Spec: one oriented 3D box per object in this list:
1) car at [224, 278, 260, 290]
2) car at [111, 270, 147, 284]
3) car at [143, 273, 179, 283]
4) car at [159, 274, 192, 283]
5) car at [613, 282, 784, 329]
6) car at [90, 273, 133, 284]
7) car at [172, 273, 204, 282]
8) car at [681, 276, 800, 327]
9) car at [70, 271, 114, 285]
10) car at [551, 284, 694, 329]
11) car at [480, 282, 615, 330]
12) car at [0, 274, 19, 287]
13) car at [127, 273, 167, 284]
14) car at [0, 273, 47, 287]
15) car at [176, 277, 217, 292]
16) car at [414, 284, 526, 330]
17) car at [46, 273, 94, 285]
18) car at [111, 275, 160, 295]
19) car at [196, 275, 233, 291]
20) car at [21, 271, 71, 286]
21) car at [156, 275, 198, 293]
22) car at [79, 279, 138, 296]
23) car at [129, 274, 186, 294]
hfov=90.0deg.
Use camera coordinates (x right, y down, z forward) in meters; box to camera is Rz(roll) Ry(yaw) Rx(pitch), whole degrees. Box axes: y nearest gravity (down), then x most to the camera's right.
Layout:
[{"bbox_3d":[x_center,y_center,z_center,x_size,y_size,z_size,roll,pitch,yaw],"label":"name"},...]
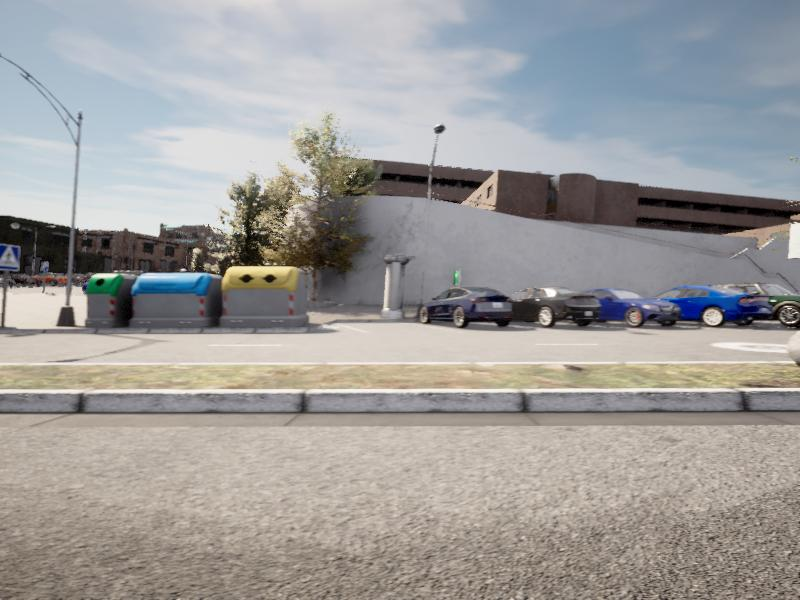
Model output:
[{"bbox_3d":[-25.198,-2.635,63.934,4.892,1.521,2.231,3,5,-2],"label":"car"},{"bbox_3d":[-43.607,-3.713,64.396,4.442,1.987,1.878,1,5,-3],"label":"car"},{"bbox_3d":[-41.752,-3.847,70.015,5.008,1.535,2.097,1,4,-3],"label":"car"},{"bbox_3d":[-40.837,-3.997,72.811,4.792,1.488,2.163,2,4,-3],"label":"car"},{"bbox_3d":[11.322,0.201,15.737,2.097,1.535,5.008,0,-1,-22],"label":"car"},{"bbox_3d":[-44.376,-3.304,61.617,5.008,1.535,2.097,1,4,-3],"label":"car"},{"bbox_3d":[-39.992,-4.208,75.606,5.008,1.535,2.097,1,4,-3],"label":"car"},{"bbox_3d":[14.261,0.071,15.908,2.185,1.767,4.553,0,-1,-22],"label":"car"},{"bbox_3d":[-45.208,-3.246,58.791,4.553,1.767,2.185,1,5,-3],"label":"car"},{"bbox_3d":[8.374,0.249,15.639,2.002,1.452,4.674,0,-1,-21],"label":"car"},{"bbox_3d":[5.417,0.217,15.550,2.231,1.521,4.892,0,-1,-21],"label":"car"},{"bbox_3d":[-48.725,-2.353,47.553,4.674,1.452,2.002,1,4,-3],"label":"car"},{"bbox_3d":[-42.435,-3.664,67.225,5.366,1.575,1.946,2,4,-3],"label":"car"},{"bbox_3d":[-47.827,-2.545,50.370,4.792,1.488,2.163,1,4,-3],"label":"car"},{"bbox_3d":[-28.152,-2.222,55.418,4.553,1.767,2.185,3,4,-1],"label":"car"},{"bbox_3d":[2.450,0.256,15.535,2.163,1.488,4.792,0,-1,-20],"label":"car"},{"bbox_3d":[-46.145,-2.911,55.988,4.792,1.488,2.163,1,4,-3],"label":"car"},{"bbox_3d":[-30.944,-1.774,46.926,4.442,1.987,1.878,3,4,-1],"label":"car"},{"bbox_3d":[-27.019,-2.494,58.249,4.442,1.987,1.878,3,4,-1],"label":"car"},{"bbox_3d":[-46.951,-2.882,53.166,4.553,1.767,2.185,1,4,-3],"label":"car"},{"bbox_3d":[-29.214,-2.146,52.570,4.442,1.987,1.878,3,5,-1],"label":"car"},{"bbox_3d":[-32.059,-1.377,44.114,5.008,1.535,2.097,3,4,-1],"label":"car"},{"bbox_3d":[-30.106,-1.987,49.741,5.566,2.045,2.435,3,5,-1],"label":"car"}]
